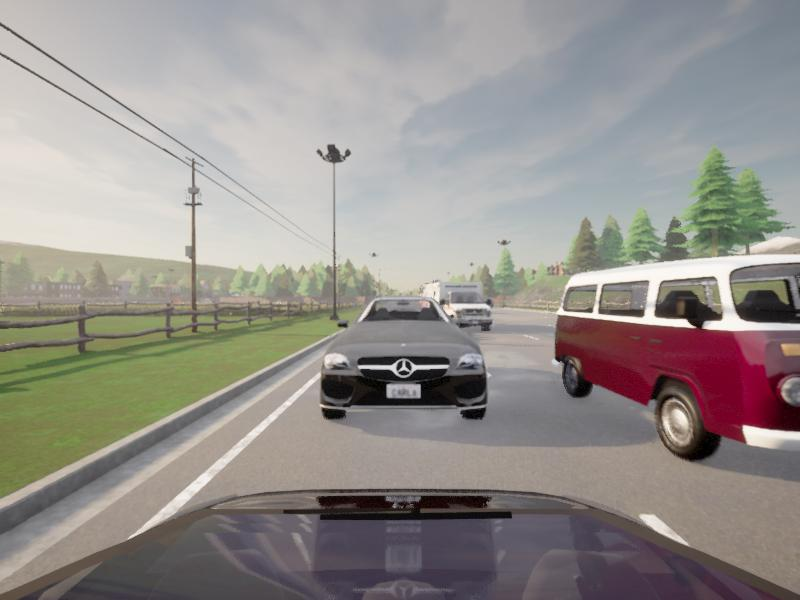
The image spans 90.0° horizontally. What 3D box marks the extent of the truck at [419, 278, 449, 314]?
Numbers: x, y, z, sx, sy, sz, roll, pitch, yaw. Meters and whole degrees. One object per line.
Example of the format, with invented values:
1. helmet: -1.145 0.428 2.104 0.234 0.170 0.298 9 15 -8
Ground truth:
1. truck: 3.813 -0.418 46.969 2.891 3.827 8.468 0 0 0

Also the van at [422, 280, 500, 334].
1. van: 2.968 0.319 21.424 2.351 2.431 6.366 0 0 -8

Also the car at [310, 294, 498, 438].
1. car: 0.058 0.748 7.097 2.152 1.651 5.027 0 0 0

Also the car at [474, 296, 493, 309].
1. car: 14.470 0.415 69.323 2.150 2.045 5.566 0 0 0

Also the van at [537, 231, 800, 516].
1. van: 3.543 0.535 5.103 2.069 2.038 4.480 0 0 0

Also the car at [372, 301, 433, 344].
1. car: 0.119 0.806 16.602 2.163 1.488 4.792 0 0 0
